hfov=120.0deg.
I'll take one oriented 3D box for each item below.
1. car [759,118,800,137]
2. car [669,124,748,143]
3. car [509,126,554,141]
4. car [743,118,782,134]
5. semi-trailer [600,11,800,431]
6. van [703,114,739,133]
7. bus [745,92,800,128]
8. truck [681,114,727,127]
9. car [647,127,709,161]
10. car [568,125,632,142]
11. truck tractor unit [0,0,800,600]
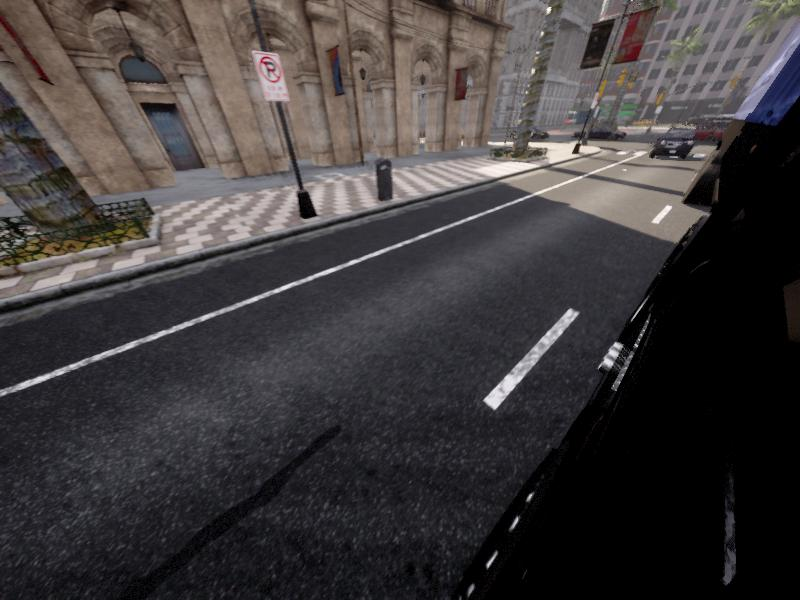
[{"bbox_3d":[40.712,-17.966,24.033,3.633,1.501,1.845,-10,38,-9],"label":"car"},{"bbox_3d":[29.804,-16.307,22.565,1.994,1.385,4.181,-4,37,-3],"label":"car"},{"bbox_3d":[18.651,-23.793,33.026,2.038,1.542,4.974,-28,44,-30],"label":"car"},{"bbox_3d":[46.695,-22.571,29.877,4.792,1.488,2.163,-29,44,-31],"label":"car"},{"bbox_3d":[8.548,-3.693,4.386,14.254,4.402,2.717,-30,45,-32],"label":"semi-trailer"},{"bbox_3d":[45.181,-24.827,32.507,4.480,2.038,2.069,-28,44,-30],"label":"van"},{"bbox_3d":[61.772,-29.320,35.717,3.944,4.253,10.273,12,39,18],"label":"bus"},{"bbox_3d":[66.396,-39.399,50.696,2.390,2.098,6.274,3,37,6],"label":"truck"},{"bbox_3d":[17.450,-9.960,14.656,1.845,1.501,3.633,27,46,33],"label":"car"},{"bbox_3d":[24.055,-20.168,28.009,2.033,1.411,5.357,-30,45,-32],"label":"car"},{"bbox_3d":[2.645,-0.295,0.351,6.516,4.208,3.053,-28,44,-30],"label":"truck tractor unit"}]
